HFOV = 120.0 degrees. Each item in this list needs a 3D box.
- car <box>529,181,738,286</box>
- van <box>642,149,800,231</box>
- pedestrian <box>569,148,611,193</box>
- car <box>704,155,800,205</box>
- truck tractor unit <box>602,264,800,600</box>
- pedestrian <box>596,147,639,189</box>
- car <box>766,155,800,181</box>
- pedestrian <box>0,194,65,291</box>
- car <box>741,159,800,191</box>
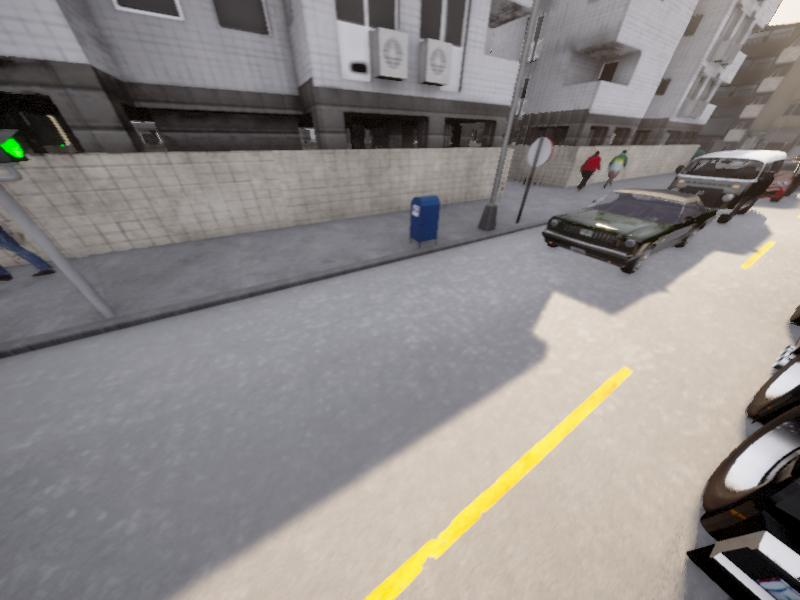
[{"bbox_3d":[5.747,-1.945,5.713,4.718,1.301,1.895,-18,39,-24],"label":"car"},{"bbox_3d":[11.534,-4.136,8.258,4.480,2.038,2.069,-18,39,-24],"label":"van"},{"bbox_3d":[9.363,-6.406,11.436,0.751,1.860,0.751,-18,39,-24],"label":"pedestrian"},{"bbox_3d":[18.056,-6.101,11.462,4.611,1.667,2.242,-18,39,-24],"label":"car"},{"bbox_3d":[5.108,-0.304,0.784,6.516,4.208,3.053,-18,39,-24],"label":"truck tractor unit"},{"bbox_3d":[11.564,-7.029,12.349,0.751,1.860,0.751,-16,38,-22],"label":"pedestrian"},{"bbox_3d":[30.783,-10.194,17.695,5.357,1.411,2.033,-19,39,-25],"label":"car"},{"bbox_3d":[-6.906,-1.172,3.775,0.751,1.860,0.751,-27,43,-34],"label":"pedestrian"},{"bbox_3d":[23.780,-7.835,14.331,4.718,1.301,1.895,-18,39,-25],"label":"car"}]
